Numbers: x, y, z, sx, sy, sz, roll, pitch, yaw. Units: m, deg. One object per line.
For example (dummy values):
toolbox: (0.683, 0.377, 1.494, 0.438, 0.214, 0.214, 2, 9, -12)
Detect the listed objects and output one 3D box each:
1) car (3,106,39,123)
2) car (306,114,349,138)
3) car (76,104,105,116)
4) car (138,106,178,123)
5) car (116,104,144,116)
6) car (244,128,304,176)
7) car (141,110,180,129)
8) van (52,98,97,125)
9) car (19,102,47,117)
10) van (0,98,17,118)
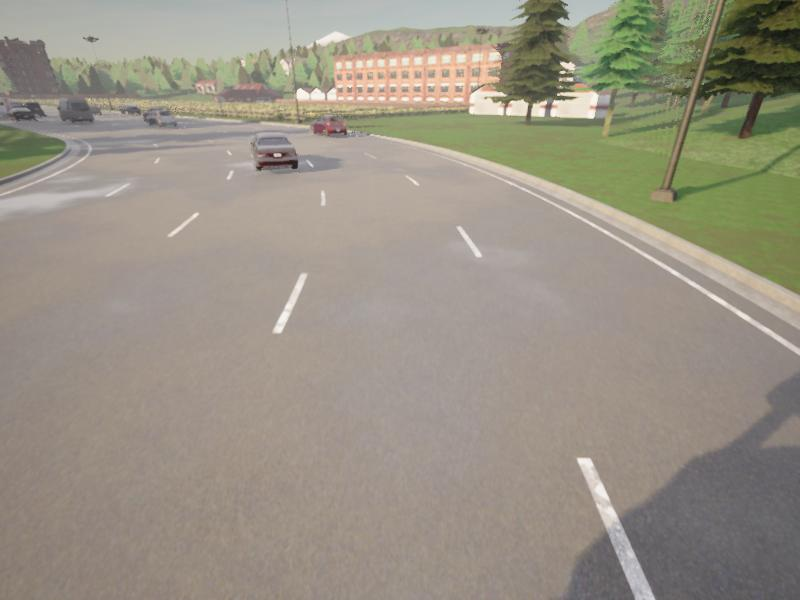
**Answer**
car: (-45.189, -22.181, 47.680, 5.238, 1.638, 1.930, 22, 34, 35)
car: (-5.728, -13.760, 31.532, 1.845, 1.501, 3.633, -18, 32, -31)
car: (-48.460, -29.758, 62.552, 4.902, 1.511, 2.128, 22, 34, 35)
car: (-28.699, -22.026, 47.359, 4.611, 1.667, 2.242, 22, 34, 35)
car: (-41.441, -29.124, 61.266, 4.892, 1.490, 1.837, 22, 34, 35)
car: (-6.011, -7.066, 18.729, 2.033, 1.411, 5.357, -10, 29, -19)
car: (-23.598, -17.817, 39.371, 3.633, 1.501, 1.845, 22, 34, 36)
van: (-36.758, -21.361, 45.123, 5.915, 2.561, 1.988, 22, 34, 35)
car: (-52.753, -27.405, 57.533, 3.866, 1.878, 1.905, 22, 34, 35)
van: (-56.666, -27.085, 56.296, 6.366, 2.431, 2.351, 22, 34, 35)
